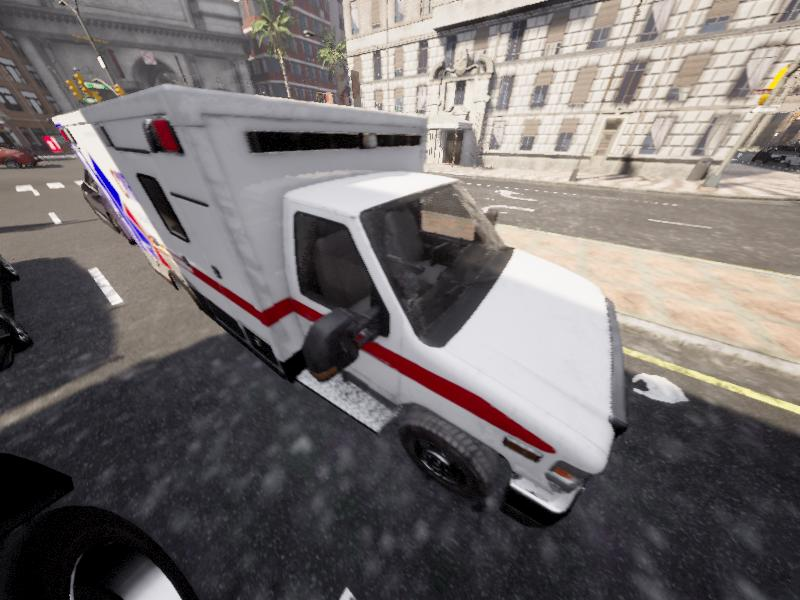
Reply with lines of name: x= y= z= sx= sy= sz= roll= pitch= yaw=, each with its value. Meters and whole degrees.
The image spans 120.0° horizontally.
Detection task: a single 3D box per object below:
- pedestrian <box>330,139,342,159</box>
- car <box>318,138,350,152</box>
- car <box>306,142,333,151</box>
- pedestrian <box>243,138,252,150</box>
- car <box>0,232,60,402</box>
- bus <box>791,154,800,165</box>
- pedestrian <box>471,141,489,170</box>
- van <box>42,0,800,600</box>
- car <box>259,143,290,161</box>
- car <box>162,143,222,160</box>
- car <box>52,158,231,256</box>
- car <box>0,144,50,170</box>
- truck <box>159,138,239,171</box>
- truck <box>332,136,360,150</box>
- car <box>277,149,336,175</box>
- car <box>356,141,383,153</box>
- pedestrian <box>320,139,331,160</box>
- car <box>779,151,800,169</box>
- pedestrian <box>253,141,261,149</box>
pedestrian: x=-7.264 y=-17.181 z=26.317 sx=0.751 sy=1.860 sz=0.751 roll=11 pitch=36 yaw=14
car: x=-12.520 y=-29.539 z=43.959 sx=2.150 sy=2.045 sz=5.566 roll=23 pitch=41 yaw=28
car: x=-15.785 y=-30.186 z=45.375 sx=1.812 sy=1.442 sz=4.674 roll=22 pitch=41 yaw=28
pedestrian: x=-27.791 y=-28.433 z=42.128 sx=0.751 sy=1.860 sz=0.751 roll=-8 pitch=36 yaw=-12
car: x=-6.699 y=-0.121 z=2.821 sx=5.357 sy=1.411 sz=2.033 roll=22 pitch=41 yaw=28
bus: x=42.528 y=-13.899 z=20.272 sx=3.944 sy=4.253 sz=10.273 roll=22 pitch=41 yaw=28
pedestrian: x=6.180 y=-11.209 z=17.944 sx=0.751 sy=1.860 sz=0.751 roll=25 pitch=42 yaw=30
van: x=-1.173 y=-0.763 z=2.877 sx=6.366 sy=2.431 sz=2.351 roll=22 pitch=41 yaw=28
car: x=-14.868 y=-17.763 z=27.611 sx=1.851 sy=1.617 sz=3.988 roll=-4 pitch=35 yaw=-6
car: x=-24.993 y=-18.067 z=28.048 sx=2.128 sy=1.511 sz=4.902 roll=12 pitch=37 yaw=16
car: x=-7.465 y=-2.987 z=6.680 sx=4.856 sy=1.649 sz=2.033 roll=22 pitch=41 yaw=28
car: x=-32.857 y=-11.347 z=18.355 sx=5.027 sy=1.651 sz=2.152 roll=-18 pitch=39 yaw=-24
truck: x=-17.147 y=-12.512 z=19.713 sx=6.274 sy=2.098 sz=2.390 roll=19 pitch=39 yaw=25
truck: x=-11.501 y=-34.024 z=49.966 sx=2.627 sy=2.467 sz=5.204 roll=22 pitch=41 yaw=28
car: x=-7.330 y=-10.914 z=18.156 sx=4.181 sy=1.385 sz=1.994 roll=22 pitch=41 yaw=28
car: x=-5.546 y=-28.036 z=42.242 sx=2.033 sy=1.649 sz=4.856 roll=22 pitch=41 yaw=28
pedestrian: x=-8.249 y=-16.704 z=25.632 sx=0.751 sy=1.860 sz=0.751 roll=0 pitch=35 yaw=-1
car: x=38.233 y=-12.810 z=21.257 sx=1.895 sy=1.301 sz=4.718 roll=22 pitch=41 yaw=28
pedestrian: x=-28.854 y=-31.240 z=46.603 sx=0.751 sy=1.300 sz=0.751 roll=-5 pitch=36 yaw=-7
